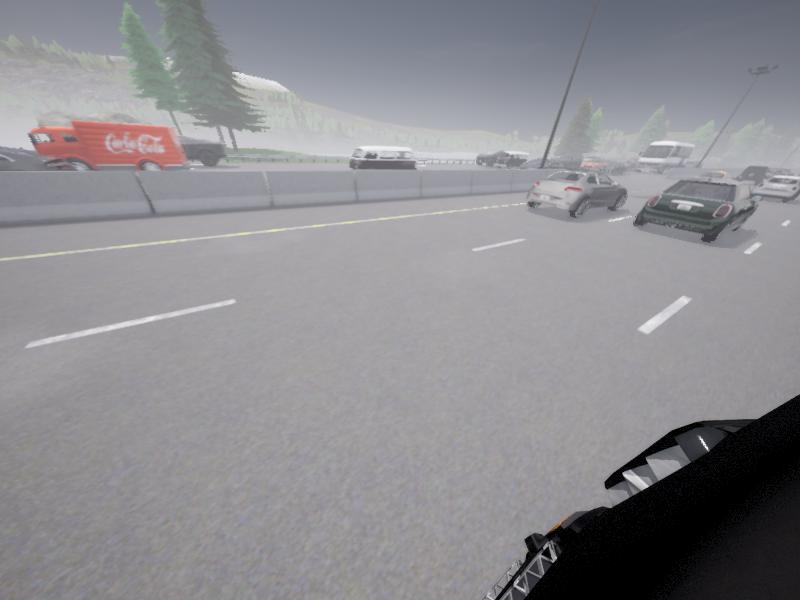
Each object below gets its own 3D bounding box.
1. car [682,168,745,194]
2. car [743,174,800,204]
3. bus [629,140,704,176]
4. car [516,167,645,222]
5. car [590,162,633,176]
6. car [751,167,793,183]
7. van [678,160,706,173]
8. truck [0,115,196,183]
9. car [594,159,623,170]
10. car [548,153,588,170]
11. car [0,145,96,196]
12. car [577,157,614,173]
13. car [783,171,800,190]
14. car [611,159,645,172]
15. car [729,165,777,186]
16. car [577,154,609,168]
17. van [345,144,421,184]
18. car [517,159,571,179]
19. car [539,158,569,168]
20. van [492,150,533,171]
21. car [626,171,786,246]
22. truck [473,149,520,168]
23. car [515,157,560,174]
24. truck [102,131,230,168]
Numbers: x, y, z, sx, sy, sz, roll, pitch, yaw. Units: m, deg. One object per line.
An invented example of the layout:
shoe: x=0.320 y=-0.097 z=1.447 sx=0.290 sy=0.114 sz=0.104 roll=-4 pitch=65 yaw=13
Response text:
car: x=26.475 y=-10.124 z=19.508 sx=5.366 sy=1.575 sz=1.801 roll=-16 pitch=38 yaw=-26
car: x=27.071 y=-7.994 z=16.485 sx=3.806 sy=1.475 sz=1.970 roll=-16 pitch=38 yaw=-26
bus: x=41.962 y=-22.363 z=36.455 sx=10.273 sy=4.253 sz=3.944 roll=-16 pitch=38 yaw=-26
car: x=7.906 y=-4.802 z=10.167 sx=5.027 sy=1.651 sz=2.152 roll=-16 pitch=38 yaw=-26
car: x=27.714 y=-17.178 z=30.240 sx=5.357 sy=1.411 sz=2.033 roll=-16 pitch=38 yaw=-26
car: x=52.097 y=-17.531 z=32.358 sx=4.611 sy=1.667 sz=2.242 roll=-16 pitch=38 yaw=-26
van: x=55.691 y=-25.466 z=44.126 sx=4.442 sy=1.987 sz=1.775 roll=-16 pitch=38 yaw=-26
truck: x=-14.601 y=-7.705 z=12.018 sx=5.204 sy=2.467 sz=2.627 roll=-16 pitch=38 yaw=-26
car: x=37.941 y=-24.687 z=42.042 sx=4.514 sy=1.525 sz=2.007 roll=-16 pitch=38 yaw=-26
car: x=26.204 y=-21.525 z=35.993 sx=5.566 sy=2.045 sz=2.150 roll=-16 pitch=38 yaw=-26
car: x=-15.606 y=-4.763 z=8.437 sx=4.902 sy=1.511 sz=2.128 roll=-16 pitch=38 yaw=-26
car: x=28.842 y=-19.923 z=34.041 sx=4.553 sy=1.767 sz=2.097 roll=-16 pitch=38 yaw=-26
car: x=44.055 y=-12.933 z=24.982 sx=3.988 sy=1.617 sz=1.851 roll=-16 pitch=38 yaw=-26
car: x=38.378 y=-22.593 z=38.881 sx=5.027 sy=1.651 sz=2.152 roll=-16 pitch=38 yaw=-26
car: x=40.319 y=-14.231 z=26.374 sx=3.866 sy=1.878 sz=1.905 roll=-16 pitch=38 yaw=-26
car: x=37.601 y=-27.059 z=45.071 sx=5.566 sy=2.045 sz=2.150 roll=-16 pitch=38 yaw=-26
van: x=-1.114 y=-9.152 z=15.569 sx=4.480 sy=2.038 sz=2.069 roll=-16 pitch=38 yaw=-26
car: x=14.793 y=-13.508 z=23.711 sx=4.902 sy=1.511 sz=2.128 roll=-16 pitch=38 yaw=-26
car: x=26.453 y=-23.547 z=39.688 sx=4.718 sy=1.301 sz=1.895 roll=-16 pitch=38 yaw=-26
van: x=14.707 y=-18.211 z=30.220 sx=4.480 sy=2.038 sz=2.069 roll=-16 pitch=38 yaw=-26
car: x=10.821 y=-3.451 z=8.230 sx=4.553 sy=1.767 sz=2.097 roll=-16 pitch=38 yaw=-26
truck: x=13.828 y=-20.243 z=33.111 sx=6.274 sy=2.098 sz=2.390 roll=-16 pitch=38 yaw=-26
car: x=16.666 y=-16.316 z=27.997 sx=4.974 sy=1.542 sz=2.038 roll=-16 pitch=39 yaw=-25
truck: x=-17.048 y=-11.361 z=17.594 sx=6.274 sy=2.098 sz=2.390 roll=-16 pitch=38 yaw=-26
